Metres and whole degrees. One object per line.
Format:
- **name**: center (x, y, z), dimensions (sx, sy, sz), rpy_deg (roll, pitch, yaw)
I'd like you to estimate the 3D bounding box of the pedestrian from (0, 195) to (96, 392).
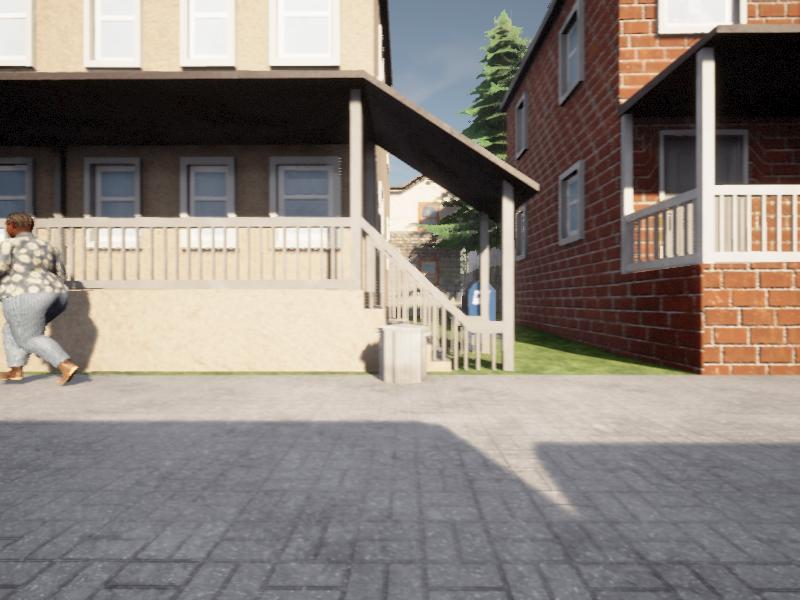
- **pedestrian**: center (-3.825, -0.061, 4.162), dimensions (0.751, 1.860, 0.751), rpy_deg (0, 0, 2)
